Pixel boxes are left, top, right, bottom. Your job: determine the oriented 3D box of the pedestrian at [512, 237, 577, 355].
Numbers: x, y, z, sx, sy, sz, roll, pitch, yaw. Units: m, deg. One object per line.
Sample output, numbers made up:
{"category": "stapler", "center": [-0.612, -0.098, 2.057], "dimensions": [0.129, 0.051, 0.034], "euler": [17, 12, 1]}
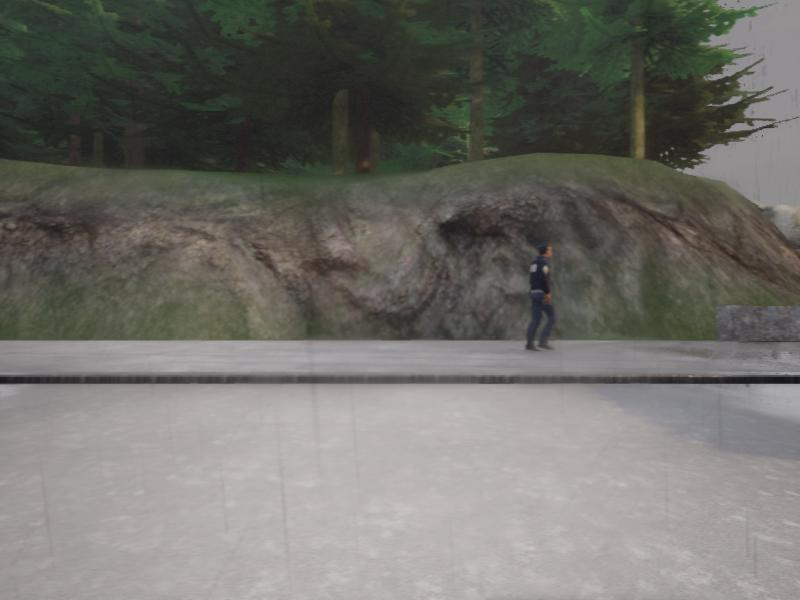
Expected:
{"category": "pedestrian", "center": [2.408, -0.066, 6.734], "dimensions": [0.751, 1.860, 0.751], "euler": [0, 0, -9]}
